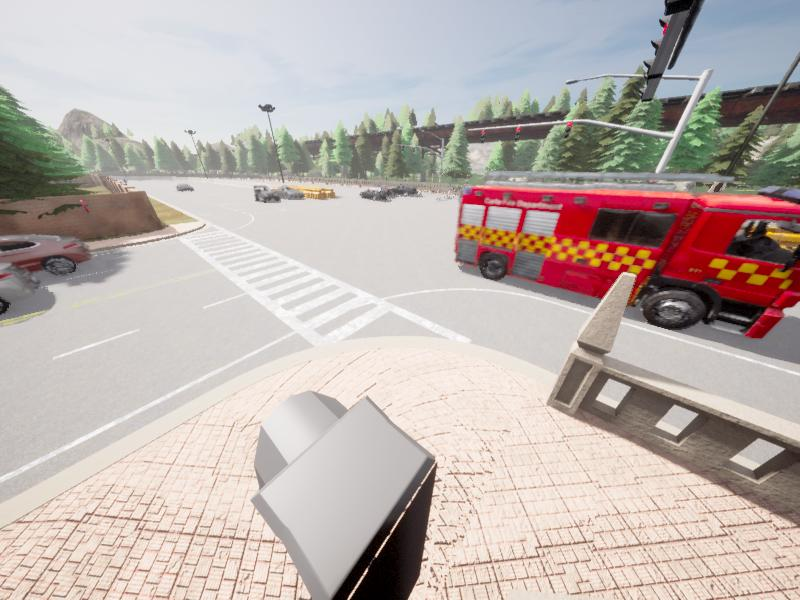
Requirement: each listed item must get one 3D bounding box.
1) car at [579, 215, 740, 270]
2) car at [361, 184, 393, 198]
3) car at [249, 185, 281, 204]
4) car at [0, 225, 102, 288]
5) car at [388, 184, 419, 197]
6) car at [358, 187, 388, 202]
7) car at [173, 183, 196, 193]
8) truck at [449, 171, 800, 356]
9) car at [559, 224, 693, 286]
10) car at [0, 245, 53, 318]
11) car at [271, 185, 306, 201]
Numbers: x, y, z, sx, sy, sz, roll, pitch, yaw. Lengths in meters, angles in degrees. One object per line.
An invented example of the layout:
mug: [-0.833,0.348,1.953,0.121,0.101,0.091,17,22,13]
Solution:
car: [12.661,-3.141,11.908,5.008,1.535,1.882,23,37,34]
car: [-3.616,-16.920,35.778,4.974,1.542,2.038,23,37,34]
car: [-17.516,-13.792,29.995,3.866,1.878,1.905,24,38,34]
car: [-16.012,-1.534,9.041,2.152,1.651,5.027,23,37,34]
car: [0.487,-17.457,36.752,4.892,1.490,1.837,23,37,34]
car: [-3.763,-14.641,31.887,3.806,1.475,1.970,23,37,34]
car: [-39.327,-20.489,42.126,4.181,1.385,1.994,23,37,34]
truck: [6.365,-2.209,8.005,8.468,3.827,2.891,23,37,34]
car: [9.567,-2.163,10.202,3.705,1.549,1.789,23,37,34]
car: [-14.178,0.096,6.219,2.152,1.651,5.027,23,37,34]
car: [-15.831,-15.255,32.805,5.027,1.651,2.152,23,37,34]
